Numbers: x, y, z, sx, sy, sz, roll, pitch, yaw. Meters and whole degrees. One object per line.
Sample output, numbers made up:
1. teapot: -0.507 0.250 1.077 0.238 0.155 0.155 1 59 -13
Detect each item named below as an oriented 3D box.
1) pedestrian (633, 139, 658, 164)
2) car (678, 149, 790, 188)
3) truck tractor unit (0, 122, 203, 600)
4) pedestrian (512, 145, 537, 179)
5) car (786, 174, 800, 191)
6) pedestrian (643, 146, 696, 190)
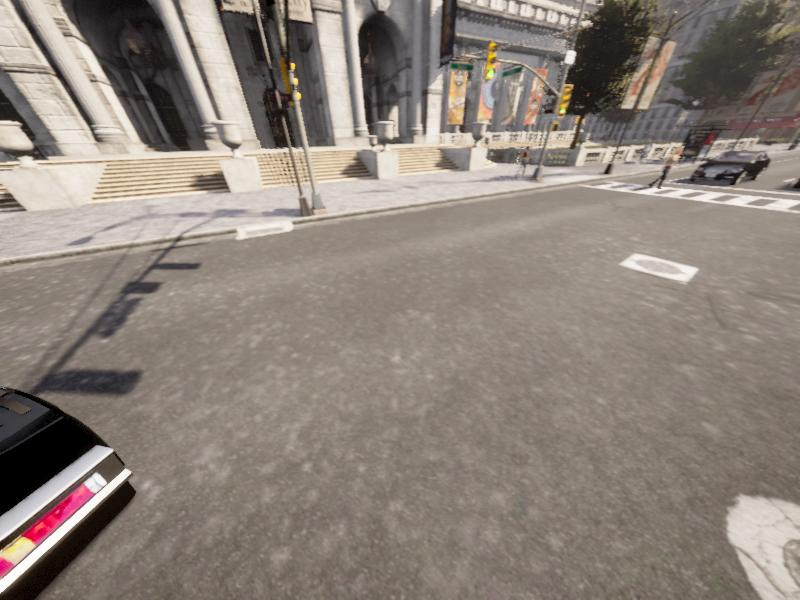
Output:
1. pedestrian: 21.984 -13.297 20.724 0.751 1.860 0.751 -22 39 -27
2. car: 18.880 -7.577 13.116 4.902 1.511 2.128 -17 37 -20
3. truck tractor unit: -5.373 0.084 0.405 6.516 4.208 3.053 2 25 8
4. pedestrian: 8.259 -9.201 15.383 0.751 1.860 0.751 -21 38 -25
5. car: 21.018 -5.956 10.772 4.181 1.385 1.994 -16 37 -20
6. pedestrian: 13.439 -6.595 11.590 0.751 1.860 0.751 -5 34 -4
